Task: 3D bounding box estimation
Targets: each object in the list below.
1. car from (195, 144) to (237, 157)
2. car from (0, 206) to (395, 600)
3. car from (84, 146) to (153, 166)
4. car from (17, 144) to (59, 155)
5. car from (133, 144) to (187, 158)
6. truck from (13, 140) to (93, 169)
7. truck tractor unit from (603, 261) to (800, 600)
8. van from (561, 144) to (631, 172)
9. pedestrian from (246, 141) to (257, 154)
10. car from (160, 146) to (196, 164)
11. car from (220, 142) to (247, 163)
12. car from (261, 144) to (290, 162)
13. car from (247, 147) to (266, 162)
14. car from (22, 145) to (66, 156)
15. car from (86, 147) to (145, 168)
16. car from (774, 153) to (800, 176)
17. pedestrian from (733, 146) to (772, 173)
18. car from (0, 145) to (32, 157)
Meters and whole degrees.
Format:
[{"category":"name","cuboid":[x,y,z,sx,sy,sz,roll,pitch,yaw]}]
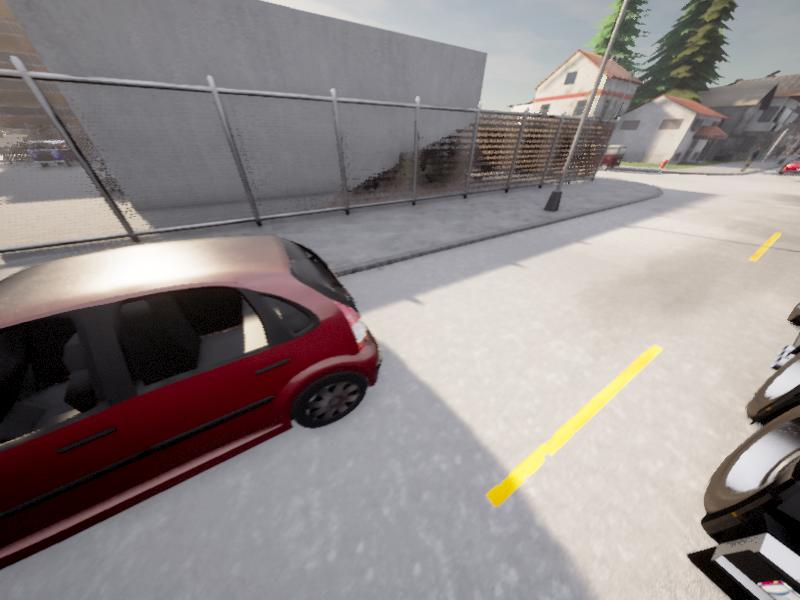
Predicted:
[{"category":"car","cuboid":[-28.584,-23.361,36.064,4.892,1.490,1.837,-19,39,-25]},{"category":"car","cuboid":[-2.233,0.530,1.825,3.988,1.617,1.851,-18,39,-25]},{"category":"car","cuboid":[-27.364,-14.164,22.667,3.705,1.547,1.789,-18,39,-25]},{"category":"car","cuboid":[-67.446,-28.170,43.149,2.152,1.651,5.027,-18,39,-25]},{"category":"car","cuboid":[-34.380,-21.501,33.319,4.902,1.511,2.128,-19,39,-25]},{"category":"truck","cuboid":[-31.143,-13.333,21.015,2.069,2.038,4.478,-18,39,-25]},{"category":"truck tractor unit","cuboid":[5.104,-0.306,0.799,6.516,4.208,3.053,-18,39,-24]},{"category":"van","cuboid":[18.712,-13.813,22.325,1.775,1.987,4.442,-19,39,-26]},{"category":"pedestrian","cuboid":[-25.707,-26.470,40.020,0.751,1.860,0.751,4,35,5]},{"category":"car","cuboid":[-23.808,-15.703,24.932,1.845,1.501,3.633,-18,39,-25]},{"category":"car","cuboid":[-18.919,-16.837,26.310,1.905,1.878,3.866,-18,39,-25]},{"category":"car","cuboid":[-15.086,-17.843,27.979,2.242,1.667,4.611,-18,39,-25]},{"category":"car","cuboid":[-16.618,-16.851,26.718,1.481,1.379,2.207,-18,39,-25]},{"category":"car","cuboid":[-59.857,-25.275,38.991,2.033,1.411,5.357,-18,39,-25]},{"category":"car","cuboid":[-27.641,-14.120,22.726,2.033,1.415,5.357,-18,39,-25]},{"category":"car","cuboid":[34.335,-11.444,19.465,4.514,1.525,2.007,-18,39,-25]},{"category":"pedestrian","cuboid":[29.777,-11.909,19.576,0.751,1.860,0.751,10,36,14]},{"category":"car","cuboid":[-63.683,-24.495,37.847,1.970,1.475,3.806,-18,39,-25]}]
